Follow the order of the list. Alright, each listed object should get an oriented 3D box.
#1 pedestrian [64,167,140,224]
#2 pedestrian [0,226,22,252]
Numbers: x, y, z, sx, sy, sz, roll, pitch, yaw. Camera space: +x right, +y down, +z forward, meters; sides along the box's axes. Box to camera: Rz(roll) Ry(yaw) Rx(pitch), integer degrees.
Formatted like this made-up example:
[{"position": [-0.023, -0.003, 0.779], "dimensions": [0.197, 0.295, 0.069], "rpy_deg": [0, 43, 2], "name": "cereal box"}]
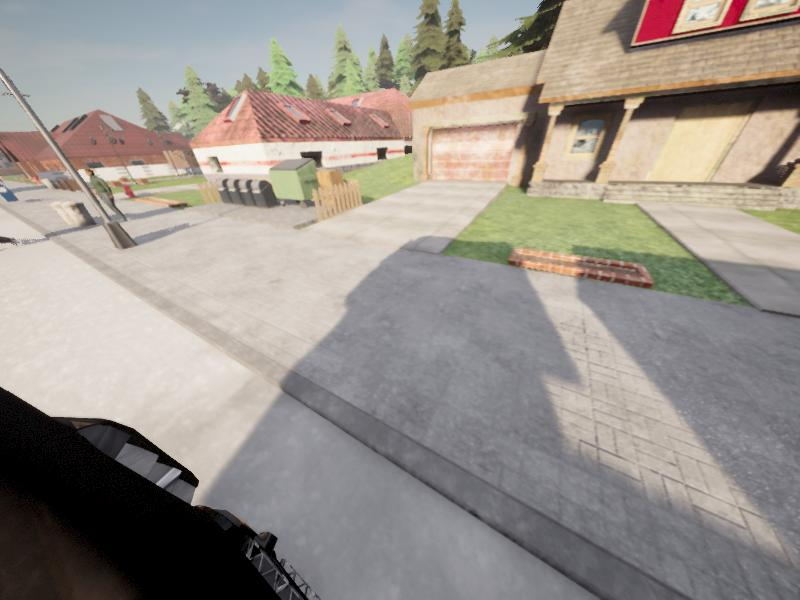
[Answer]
[{"position": [-11.091, -3.910, 8.700], "dimensions": [0.751, 1.860, 0.751], "rpy_deg": [7, 35, 14], "name": "pedestrian"}, {"position": [-12.330, -2.298, 6.559], "dimensions": [0.751, 1.860, 0.751], "rpy_deg": [15, 37, 24], "name": "pedestrian"}]
